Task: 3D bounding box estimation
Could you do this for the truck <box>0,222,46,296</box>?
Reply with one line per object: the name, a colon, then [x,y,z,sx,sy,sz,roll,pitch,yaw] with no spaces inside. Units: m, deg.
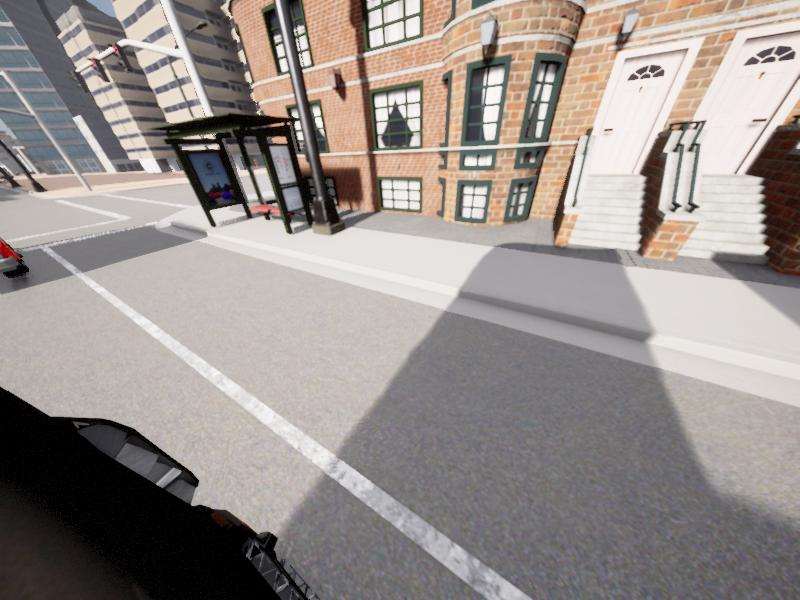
truck: [-11.035,-1.461,4.876,5.204,2.467,2.627,18,39,27]
